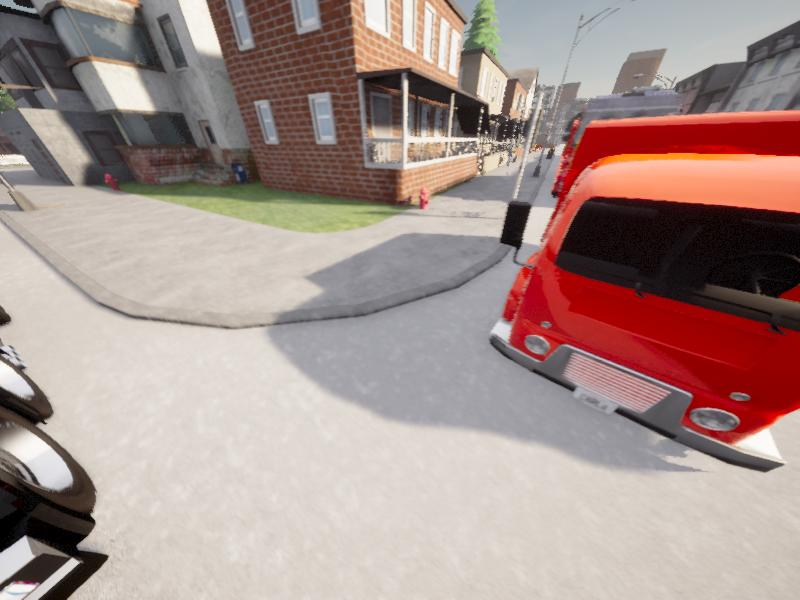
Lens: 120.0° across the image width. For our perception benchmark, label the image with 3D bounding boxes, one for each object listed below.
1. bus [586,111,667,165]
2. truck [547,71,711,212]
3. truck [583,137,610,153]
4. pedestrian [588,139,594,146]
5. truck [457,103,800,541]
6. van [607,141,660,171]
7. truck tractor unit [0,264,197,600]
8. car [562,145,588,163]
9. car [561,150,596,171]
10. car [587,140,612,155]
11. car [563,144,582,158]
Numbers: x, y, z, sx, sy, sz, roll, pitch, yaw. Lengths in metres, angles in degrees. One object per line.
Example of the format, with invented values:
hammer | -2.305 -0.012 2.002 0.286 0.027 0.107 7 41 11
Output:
bus | 25.278 -18.618 26.795 3.944 4.253 10.273 18 39 24
truck | 9.714 -7.424 11.237 2.891 3.827 8.468 18 39 25
truck | 37.843 -30.077 44.699 2.627 2.467 5.204 17 38 23
pedestrian | 60.030 -49.531 72.746 0.751 1.860 0.751 14 37 20
truck | 3.365 -0.987 3.186 2.627 2.467 5.204 25 44 32
van | 20.825 -13.149 20.915 2.069 2.038 4.480 18 39 24
truck tractor unit | -5.118 -0.292 0.782 6.516 4.208 3.053 18 39 24
car | 20.777 -17.453 27.545 1.882 1.535 5.008 18 39 25
car | 16.212 -12.831 21.095 1.994 1.385 4.181 19 39 26
car | 34.026 -26.221 39.564 2.150 2.045 5.566 18 39 24
car | 25.616 -22.236 34.410 1.837 1.490 4.892 18 39 24
